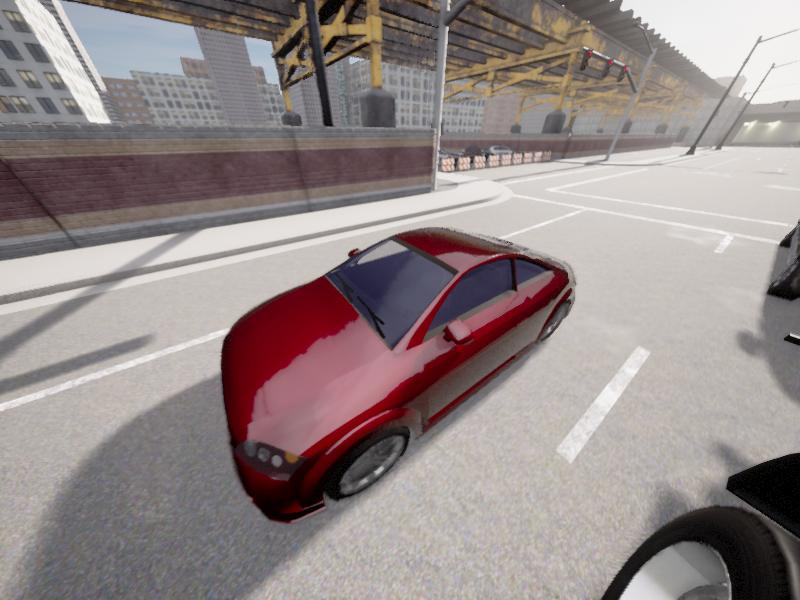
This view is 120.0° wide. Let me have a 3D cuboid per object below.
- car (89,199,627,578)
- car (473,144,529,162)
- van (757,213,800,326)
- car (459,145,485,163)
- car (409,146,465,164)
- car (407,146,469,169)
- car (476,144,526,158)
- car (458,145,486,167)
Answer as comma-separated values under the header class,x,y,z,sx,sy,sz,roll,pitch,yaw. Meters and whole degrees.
class,x,y,z,sx,sy,sz,roll,pitch,yaw
car,0.270,0.014,2.693,4.181,1.385,1.994,-22,41,-28
car,10.971,-16.199,25.360,4.974,1.542,2.038,-4,35,-5
van,8.533,-1.367,3.558,5.915,2.561,1.988,-22,41,-28
car,7.037,-14.194,22.284,1.853,1.218,4.536,11,37,15
car,3.196,-12.627,20.101,4.536,1.218,1.853,5,36,7
car,3.248,-12.494,20.186,4.974,1.542,2.038,5,36,7
car,10.919,-16.324,25.264,4.536,1.218,1.853,-4,35,-5
car,7.021,-14.037,22.335,2.038,1.542,4.974,11,37,15
